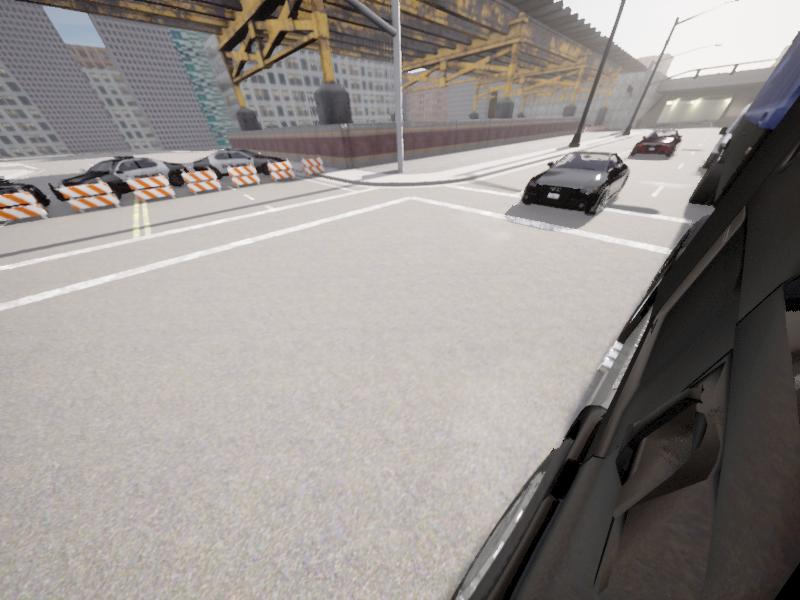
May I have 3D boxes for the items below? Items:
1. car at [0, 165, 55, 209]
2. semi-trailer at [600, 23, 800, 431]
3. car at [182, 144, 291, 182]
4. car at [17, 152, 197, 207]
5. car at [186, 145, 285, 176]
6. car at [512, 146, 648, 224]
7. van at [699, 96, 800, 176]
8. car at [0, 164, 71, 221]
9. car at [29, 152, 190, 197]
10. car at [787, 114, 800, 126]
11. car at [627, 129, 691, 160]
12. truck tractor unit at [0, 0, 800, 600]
[{"bbox_3d":[-16.740,-4.160,8.655,4.536,1.218,1.853,-1,37,3],"label":"car"},{"bbox_3d":[8.606,-3.668,4.314,14.254,4.402,2.717,-29,44,-31],"label":"semi-trailer"},{"bbox_3d":[-9.812,-8.598,14.415,4.974,1.542,2.038,-10,37,-9],"label":"car"},{"bbox_3d":[-13.268,-5.990,11.146,2.038,1.542,4.974,5,38,10],"label":"car"},{"bbox_3d":[-9.868,-8.715,14.312,4.536,1.218,1.853,-10,37,-9],"label":"car"},{"bbox_3d":[5.699,-3.853,7.294,4.181,1.385,1.994,-30,44,-31],"label":"car"},{"bbox_3d":[16.827,-7.858,10.973,5.915,2.561,1.988,-30,44,-31],"label":"van"},{"bbox_3d":[-16.682,-4.035,8.747,4.974,1.542,2.038,-1,37,3],"label":"car"},{"bbox_3d":[-13.264,-6.147,11.093,1.853,1.218,4.536,5,38,10],"label":"car"},{"bbox_3d":[61.097,-26.154,33.502,2.038,1.542,4.974,5,38,8],"label":"car"},{"bbox_3d":[17.125,-10.368,15.285,4.181,1.385,1.994,-30,44,-31],"label":"car"},{"bbox_3d":[2.645,-0.295,0.351,6.516,4.208,3.053,-28,44,-30],"label":"truck tractor unit"}]
